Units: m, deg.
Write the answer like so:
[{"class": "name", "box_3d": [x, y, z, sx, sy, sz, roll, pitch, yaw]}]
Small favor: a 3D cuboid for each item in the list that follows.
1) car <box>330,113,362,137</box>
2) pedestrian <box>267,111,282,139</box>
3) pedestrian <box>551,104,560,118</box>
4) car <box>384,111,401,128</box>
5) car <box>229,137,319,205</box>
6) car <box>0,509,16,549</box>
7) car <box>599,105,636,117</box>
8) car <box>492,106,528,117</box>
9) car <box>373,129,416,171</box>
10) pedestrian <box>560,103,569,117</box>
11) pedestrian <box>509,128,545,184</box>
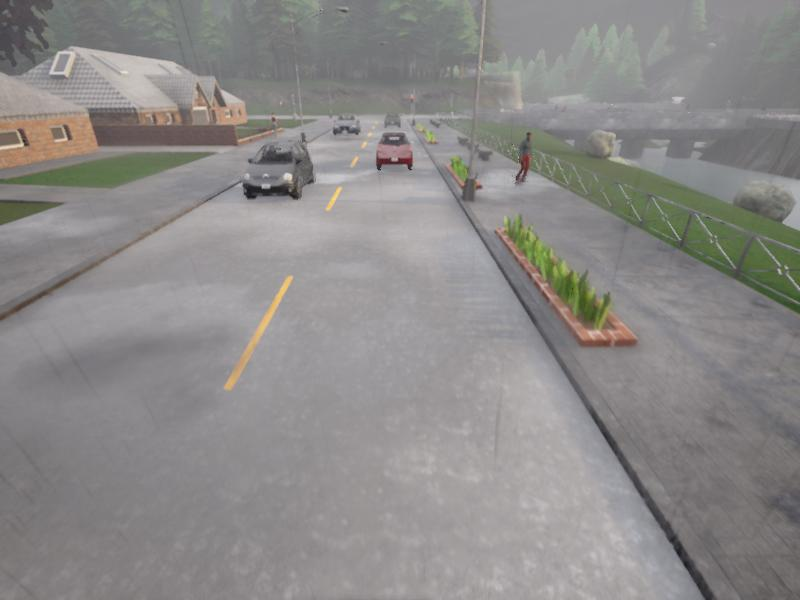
[{"class": "car", "box_3d": [-4.602, -15.365, 34.944, 2.242, 1.667, 4.611, -1, 27, -1]}, {"class": "pedestrian", "box_3d": [-9.580, -13.338, 30.498, 0.751, 1.860, 0.751, -3, 27, -5]}, {"class": "pedestrian", "box_3d": [22.671, -27.595, 58.327, 0.751, 1.860, 0.751, -9, 28, -17]}, {"class": "car", "box_3d": [-0.803, -19.528, 43.300, 1.816, 1.474, 4.193, 0, 27, -1]}, {"class": "car", "box_3d": [-4.148, -4.619, 13.970, 1.851, 1.617, 3.988, 0, 27, -1]}, {"class": "car", "box_3d": [-3.883, 2.119, 0.920, 1.816, 1.474, 4.193, -1, 27, -1]}, {"class": "car", "box_3d": [36.150, -31.519, 66.614, 4.611, 1.667, 2.242, -1, 27, -1]}, {"class": "car", "box_3d": [17.146, -29.543, 62.736, 4.974, 1.542, 2.038, -1, 27, -1]}, {"class": "car", "box_3d": [-0.271, -7.273, 19.241, 1.845, 1.501, 3.633, -1, 27, -1]}, {"class": "pedestrian", "box_3d": [24.584, -28.287, 59.678, 0.751, 1.860, 0.751, 0, 27, 0]}, {"class": "pedestrian", "box_3d": [4.634, -5.300, 14.719, 0.751, 1.860, 0.751, -5, 27, -10]}]
